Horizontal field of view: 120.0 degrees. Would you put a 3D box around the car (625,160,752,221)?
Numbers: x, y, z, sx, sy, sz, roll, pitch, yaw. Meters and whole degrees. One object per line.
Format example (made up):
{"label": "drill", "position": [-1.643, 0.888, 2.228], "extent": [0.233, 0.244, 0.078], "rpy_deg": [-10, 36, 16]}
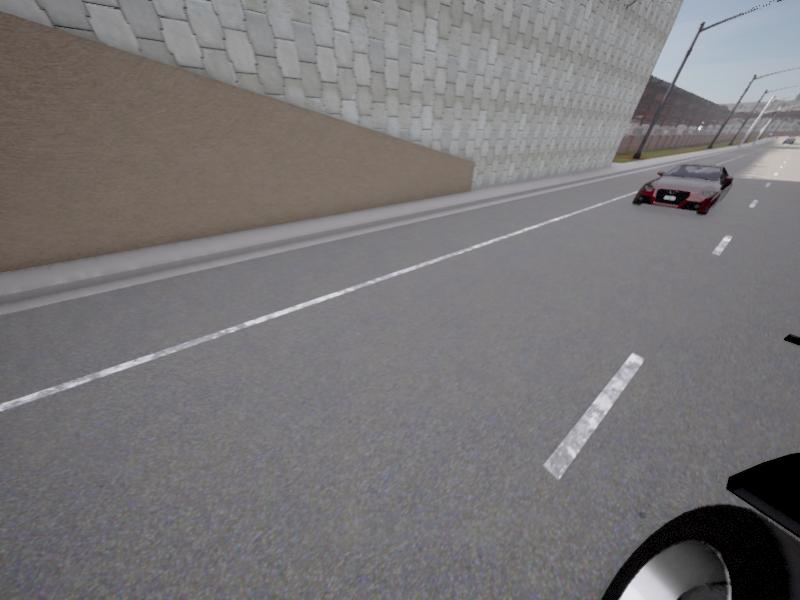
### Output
{"label": "car", "position": [10.841, -4.295, 8.710], "extent": [4.181, 1.385, 1.994], "rpy_deg": [-22, 41, -28]}
